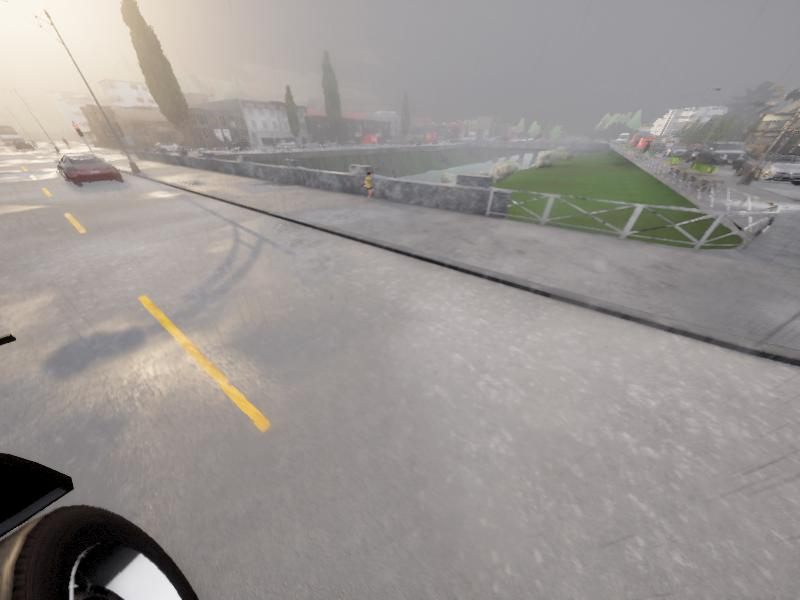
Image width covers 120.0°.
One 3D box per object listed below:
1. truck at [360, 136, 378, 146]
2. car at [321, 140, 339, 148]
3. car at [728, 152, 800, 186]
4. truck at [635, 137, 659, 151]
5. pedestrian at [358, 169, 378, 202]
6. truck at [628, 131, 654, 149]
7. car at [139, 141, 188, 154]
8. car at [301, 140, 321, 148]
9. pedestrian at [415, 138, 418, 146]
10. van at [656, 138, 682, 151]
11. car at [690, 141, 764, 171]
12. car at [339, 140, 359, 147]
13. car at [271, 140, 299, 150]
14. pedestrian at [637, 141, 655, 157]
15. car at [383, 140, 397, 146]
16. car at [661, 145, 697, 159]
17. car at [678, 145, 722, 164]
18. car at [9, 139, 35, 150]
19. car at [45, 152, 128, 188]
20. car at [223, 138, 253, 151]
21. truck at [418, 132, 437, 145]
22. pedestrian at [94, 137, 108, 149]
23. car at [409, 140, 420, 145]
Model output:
[{"bbox_3d":[-9.182,-47.514,69.073,2.627,2.467,5.204,22,41,28],"label":"truck"},{"bbox_3d":[-17.823,-40.084,59.215,1.851,1.617,3.988,22,41,28],"label":"car"},{"bbox_3d":[24.383,-8.656,15.068,2.007,1.525,4.514,22,41,28],"label":"car"},{"bbox_3d":[59.093,-37.458,55.388,2.627,2.467,5.204,22,41,28],"label":"truck"},{"bbox_3d":[-1.258,-4.528,9.128,0.500,1.100,0.500,22,41,28],"label":"pedestrian"},{"bbox_3d":[67.690,-45.054,65.056,2.891,3.827,8.468,22,41,28],"label":"truck"},{"bbox_3d":[-37.211,-24.145,36.503,2.038,1.542,4.974,22,41,27],"label":"car"},{"bbox_3d":[-21.230,-37.295,55.229,1.851,1.617,3.988,22,41,28],"label":"car"},{"bbox_3d":[4.826,-46.470,68.023,0.751,1.860,0.751,20,40,26],"label":"pedestrian"},{"bbox_3d":[63.182,-36.771,54.481,2.351,2.431,6.366,22,41,28],"label":"van"},{"bbox_3d":[30.071,-13.526,21.570,2.150,2.045,5.566,22,41,28],"label":"car"},{"bbox_3d":[-14.011,-43.219,63.664,1.930,1.638,5.238,22,41,28],"label":"car"},{"bbox_3d":[-25.135,-34.091,50.639,2.152,1.651,5.027,22,41,28],"label":"car"},{"bbox_3d":[34.498,-21.180,32.403,0.751,1.860,0.751,7,36,10],"label":"pedestrian"},{"bbox_3d":[-3.210,-52.013,76.346,1.837,1.490,4.892,22,41,28],"label":"car"},{"bbox_3d":[39.710,-21.203,32.994,2.038,1.542,4.974,22,40,28],"label":"car"},{"bbox_3d":[34.123,-16.664,26.438,1.851,1.617,3.988,22,41,28],"label":"car"},{"bbox_3d":[-73.170,-30.138,44.702,4.974,1.542,2.038,22,41,28],"label":"car"},{"bbox_3d":[-18.155,-7.636,13.397,4.181,1.385,1.994,22,41,28],"label":"car"},{"bbox_3d":[-30.743,-29.609,43.994,1.905,1.878,3.866,22,41,28],"label":"car"},{"bbox_3d":[10.303,-60.006,85.777,2.891,3.827,8.468,22,41,28],"label":"truck"},{"bbox_3d":[-59.150,-31.138,45.741,0.751,1.860,0.751,11,37,15],"label":"pedestrian"},{"bbox_3d":[4.884,-54.618,80.126,1.816,1.474,4.193,22,41,28],"label":"car"}]
